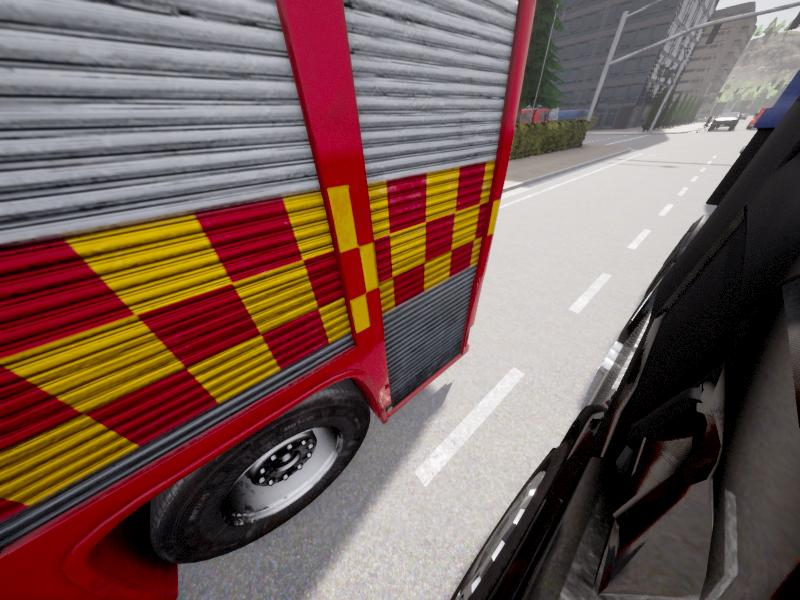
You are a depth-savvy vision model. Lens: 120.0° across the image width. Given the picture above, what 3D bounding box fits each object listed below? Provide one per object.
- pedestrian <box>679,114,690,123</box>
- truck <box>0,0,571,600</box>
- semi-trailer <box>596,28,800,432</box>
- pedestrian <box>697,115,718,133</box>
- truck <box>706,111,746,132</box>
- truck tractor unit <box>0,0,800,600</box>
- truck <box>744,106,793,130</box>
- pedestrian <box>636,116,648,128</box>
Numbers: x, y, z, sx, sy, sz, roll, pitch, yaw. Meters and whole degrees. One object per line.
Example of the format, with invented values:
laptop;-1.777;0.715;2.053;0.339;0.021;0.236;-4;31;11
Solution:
pedestrian;73.870;-47.108;59.946;0.751;1.860;0.751;-16;39;-17
truck;-3.414;0.342;0.212;8.468;3.827;2.891;-28;44;-30
semi-trailer;8.798;-3.537;4.124;14.254;4.402;2.717;-27;43;-29
pedestrian;40.445;-23.170;30.436;0.751;1.860;0.751;-21;40;-23
truck;46.910;-25.692;33.237;6.274;2.098;2.390;-28;43;-29
truck tractor unit;2.645;-0.295;0.351;6.516;4.208;3.053;-28;44;-30
truck;51.409;-25.490;32.373;5.204;2.467;2.627;-28;44;-30
pedestrian;47.321;-34.698;45.112;0.751;1.860;0.751;-20;40;-22
